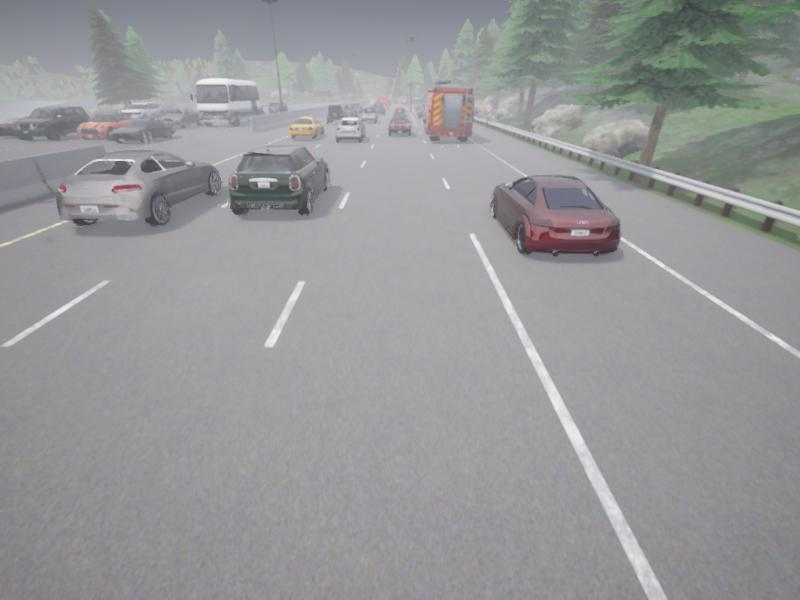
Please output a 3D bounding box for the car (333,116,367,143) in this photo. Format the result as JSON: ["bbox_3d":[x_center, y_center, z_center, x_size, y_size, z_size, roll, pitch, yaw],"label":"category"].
[{"bbox_3d":[-3.503,-12.310,28.805,1.970,1.475,3.806,0,27,0],"label":"car"}]

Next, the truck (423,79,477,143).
[{"bbox_3d":[3.508,-14.366,30.301,2.891,3.827,8.468,0,27,0],"label":"truck"}]

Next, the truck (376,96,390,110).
[{"bbox_3d":[-3.574,-41.919,85.116,2.627,2.467,5.204,0,27,0],"label":"truck"}]

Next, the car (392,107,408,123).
[{"bbox_3d":[-0.001,-21.998,47.569,1.845,1.501,3.633,0,27,0],"label":"car"}]

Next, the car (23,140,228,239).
[{"bbox_3d":[-7.006,-3.320,11.177,2.152,1.651,5.027,0,27,0],"label":"car"}]

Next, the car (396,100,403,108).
[{"bbox_3d":[-0.119,-48.773,99.458,1.801,1.575,5.366,0,27,0],"label":"car"}]

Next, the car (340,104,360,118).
[{"bbox_3d":[-7.002,-26.736,56.517,2.242,1.667,4.611,0,27,0],"label":"car"}]

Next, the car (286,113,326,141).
[{"bbox_3d":[-7.004,-13.203,30.382,1.801,1.575,5.366,0,27,0],"label":"car"}]

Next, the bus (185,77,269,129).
[{"bbox_3d":[-17.376,-20.516,41.527,3.944,4.253,10.273,0,27,0],"label":"bus"}]

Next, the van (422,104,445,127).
[{"bbox_3d":[3.503,-19.974,43.137,2.069,2.038,4.480,0,28,0],"label":"van"}]

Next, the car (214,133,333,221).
[{"bbox_3d":[-3.503,-3.917,12.189,2.097,1.767,4.553,0,27,0],"label":"car"}]

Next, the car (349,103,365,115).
[{"bbox_3d":[-7.018,-31.476,65.754,2.033,1.649,4.856,0,27,0],"label":"car"}]

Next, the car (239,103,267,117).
[{"bbox_3d":[-21.001,-27.245,57.343,2.242,1.667,4.611,0,27,0],"label":"car"}]

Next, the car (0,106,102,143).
[{"bbox_3d":[-24.503,-12.584,28.463,2.150,2.045,5.566,0,28,0],"label":"car"}]

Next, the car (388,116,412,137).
[{"bbox_3d":[-0.005,-14.491,33.271,1.895,1.301,4.718,0,27,0],"label":"car"}]

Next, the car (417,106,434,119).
[{"bbox_3d":[3.497,-26.143,55.633,2.038,1.542,4.974,0,27,0],"label":"car"}]

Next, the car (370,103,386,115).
[{"bbox_3d":[-3.517,-31.094,65.007,2.242,1.667,4.611,0,27,0],"label":"car"}]

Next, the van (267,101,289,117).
[{"bbox_3d":[-17.501,-27.490,57.517,1.775,1.987,4.442,0,27,0],"label":"van"}]

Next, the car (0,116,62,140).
[{"bbox_3d":[-28.005,-12.788,29.647,1.895,1.301,4.718,0,27,0],"label":"car"}]

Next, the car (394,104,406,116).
[{"bbox_3d":[-0.010,-29.225,61.568,1.882,1.535,5.008,0,27,0],"label":"car"}]

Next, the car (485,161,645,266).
[{"bbox_3d":[3.492,-2.255,9.511,1.994,1.385,4.181,0,27,0],"label":"car"}]

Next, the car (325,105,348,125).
[{"bbox_3d":[-7.000,-20.544,44.273,1.905,1.878,3.866,0,27,0],"label":"car"}]

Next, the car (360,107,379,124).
[{"bbox_3d":[-3.502,-21.517,46.510,1.851,1.617,3.988,0,27,0],"label":"car"}]

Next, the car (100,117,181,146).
[{"bbox_3d":[-17.506,-11.604,27.364,2.033,1.411,5.357,0,27,0],"label":"car"}]

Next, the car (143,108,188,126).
[{"bbox_3d":[-24.503,-19.300,42.059,2.007,1.525,4.514,0,27,0],"label":"car"}]

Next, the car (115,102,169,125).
[{"bbox_3d":[-28.000,-20.472,43.727,2.150,2.045,5.566,0,27,0],"label":"car"}]

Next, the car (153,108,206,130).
[{"bbox_3d":[-21.002,-17.438,38.382,2.152,1.651,5.027,0,28,0],"label":"car"}]

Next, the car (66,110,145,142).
[{"bbox_3d":[-21.004,-12.628,28.873,2.097,1.767,4.553,0,27,0],"label":"car"}]
